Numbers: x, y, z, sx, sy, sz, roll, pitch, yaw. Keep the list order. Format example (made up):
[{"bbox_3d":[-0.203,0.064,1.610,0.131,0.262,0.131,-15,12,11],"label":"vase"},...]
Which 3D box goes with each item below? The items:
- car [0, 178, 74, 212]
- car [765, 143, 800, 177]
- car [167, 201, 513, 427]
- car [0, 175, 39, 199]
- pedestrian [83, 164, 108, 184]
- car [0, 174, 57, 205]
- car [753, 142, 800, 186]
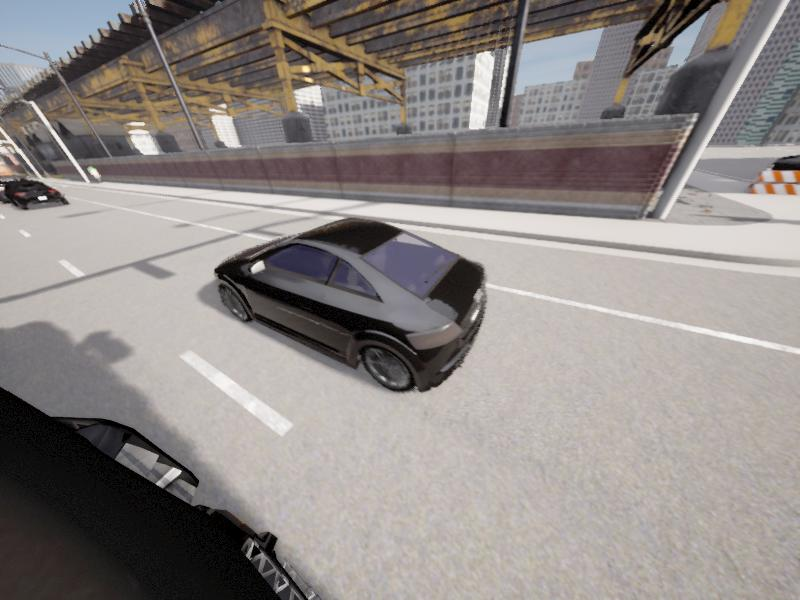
[{"bbox_3d":[-23.014,-6.675,14.484,4.674,1.442,1.812,16,38,26],"label":"car"},{"bbox_3d":[18.514,-5.333,8.804,1.853,1.218,4.536,-11,34,-12],"label":"car"},{"bbox_3d":[-0.905,-0.401,3.387,4.181,1.385,1.994,16,38,26],"label":"car"},{"bbox_3d":[-34.395,-9.917,20.190,4.902,1.511,2.128,16,38,26],"label":"car"},{"bbox_3d":[-33.527,-13.861,25.420,0.751,1.860,0.751,15,38,25],"label":"pedestrian"},{"bbox_3d":[-28.511,-8.323,17.187,4.611,1.667,2.242,16,38,26],"label":"car"},{"bbox_3d":[18.536,-5.175,8.850,2.038,1.542,4.974,-11,34,-12],"label":"car"}]
